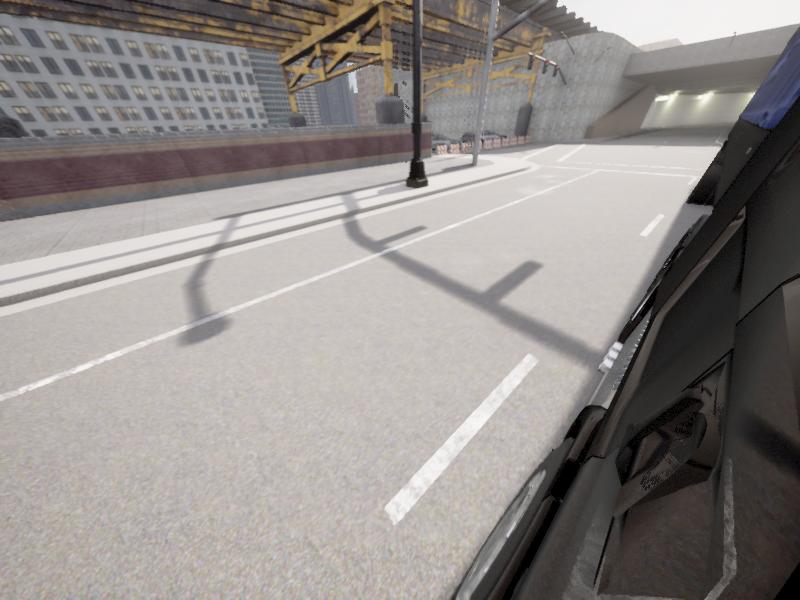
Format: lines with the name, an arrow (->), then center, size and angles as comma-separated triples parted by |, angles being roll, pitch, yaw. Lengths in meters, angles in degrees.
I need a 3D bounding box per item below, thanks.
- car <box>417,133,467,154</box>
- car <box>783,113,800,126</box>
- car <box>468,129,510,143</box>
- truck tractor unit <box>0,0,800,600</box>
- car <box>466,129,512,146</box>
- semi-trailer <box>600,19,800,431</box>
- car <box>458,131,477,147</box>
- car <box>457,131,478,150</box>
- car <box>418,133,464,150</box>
car -> 4.264, -16.538, 24.331 | 4.974, 1.542, 2.038 | 0, 37, 4
car -> 70.666, -31.491, 40.198 | 5.027, 1.651, 2.152 | -11, 37, -11
car -> 11.333, -21.072, 29.695 | 4.536, 1.218, 1.853 | -9, 37, -8
truck tractor unit -> 2.645, -0.295, 0.351 | 6.516, 4.208, 3.053 | -28, 44, -30
car -> 11.390, -20.953, 29.796 | 4.974, 1.542, 2.038 | -9, 37, -8
semi-trailer -> 8.587, -3.675, 4.338 | 14.254, 4.402, 2.717 | -29, 44, -31
car -> 7.792, -18.578, 26.575 | 1.853, 1.218, 4.536 | 6, 38, 12
car -> 7.786, -18.421, 26.629 | 2.038, 1.542, 4.974 | 6, 38, 12
car -> 4.206, -16.664, 24.240 | 4.536, 1.218, 1.853 | 0, 37, 4
